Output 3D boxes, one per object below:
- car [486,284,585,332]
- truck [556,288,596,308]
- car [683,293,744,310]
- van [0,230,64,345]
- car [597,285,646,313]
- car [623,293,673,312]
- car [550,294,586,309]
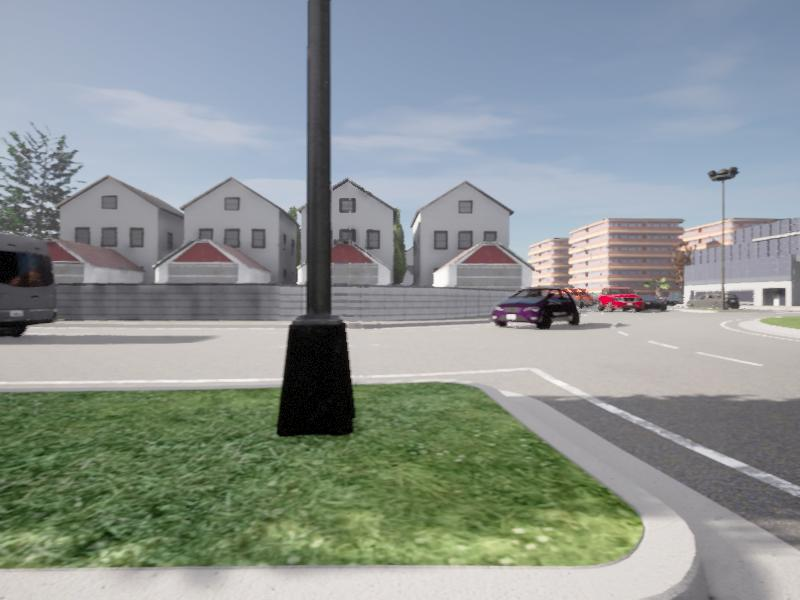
[{"bbox_3d":[5.002,0.249,14.451,1.816,1.474,4.193,0,0,43],"label":"car"},{"bbox_3d":[22.643,-0.249,51.733,2.627,2.467,5.204,0,-1,-3],"label":"truck"},{"bbox_3d":[31.688,0.154,40.616,2.242,1.667,4.611,0,0,-8],"label":"car"},{"bbox_3d":[-11.919,-0.291,9.586,5.915,2.561,1.988,0,0,-3],"label":"van"},{"bbox_3d":[17.677,-0.037,32.276,2.150,2.045,5.566,0,0,14],"label":"car"},{"bbox_3d":[21.934,0.230,35.679,2.038,1.542,4.974,0,-1,10],"label":"car"},{"bbox_3d":[19.342,0.165,46.381,2.033,1.649,4.856,0,0,-2],"label":"car"}]
